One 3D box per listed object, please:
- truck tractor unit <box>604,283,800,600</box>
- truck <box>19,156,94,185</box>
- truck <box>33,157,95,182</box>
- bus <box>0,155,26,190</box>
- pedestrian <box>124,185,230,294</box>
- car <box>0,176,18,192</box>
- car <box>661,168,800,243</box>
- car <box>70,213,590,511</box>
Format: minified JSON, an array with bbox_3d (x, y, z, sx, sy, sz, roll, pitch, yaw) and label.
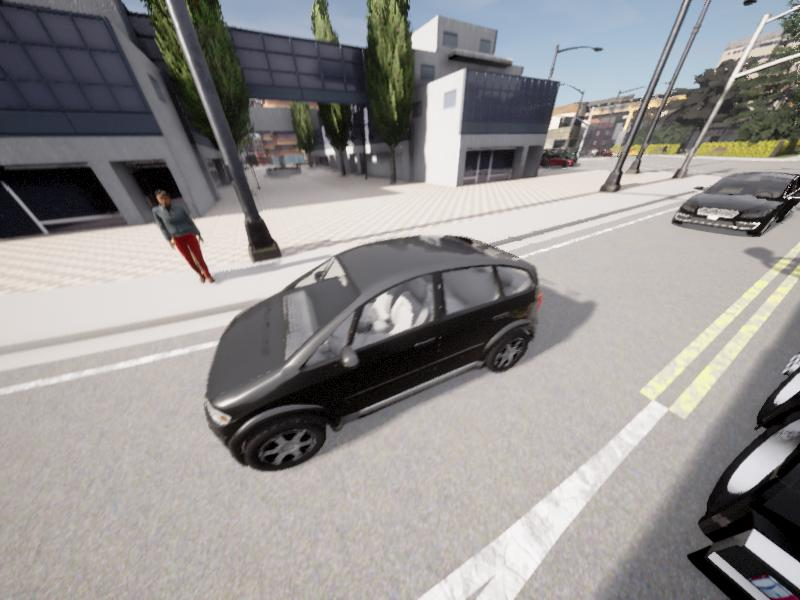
[{"bbox_3d":[5.096,-0.321,0.769,6.516,4.208,3.053,-18,36,-23],"label":"truck tractor unit"},{"bbox_3d":[-57.170,-22.028,38.972,2.891,3.827,8.468,-18,36,-24],"label":"truck"},{"bbox_3d":[-65.375,-25.787,45.363,2.891,3.827,8.468,-18,36,-23],"label":"truck"},{"bbox_3d":[-54.282,-15.546,28.263,3.944,4.253,10.273,-18,36,-23],"label":"bus"},{"bbox_3d":[-4.230,-1.184,4.570,0.751,1.860,0.751,-24,38,-30],"label":"pedestrian"},{"bbox_3d":[-49.116,-13.713,27.526,1.851,1.617,3.988,-19,36,-24],"label":"car"},{"bbox_3d":[11.238,-3.286,7.554,4.892,1.490,1.837,-18,36,-23],"label":"car"},{"bbox_3d":[-0.160,0.184,2.774,3.705,1.549,1.789,-16,35,-19],"label":"car"}]
